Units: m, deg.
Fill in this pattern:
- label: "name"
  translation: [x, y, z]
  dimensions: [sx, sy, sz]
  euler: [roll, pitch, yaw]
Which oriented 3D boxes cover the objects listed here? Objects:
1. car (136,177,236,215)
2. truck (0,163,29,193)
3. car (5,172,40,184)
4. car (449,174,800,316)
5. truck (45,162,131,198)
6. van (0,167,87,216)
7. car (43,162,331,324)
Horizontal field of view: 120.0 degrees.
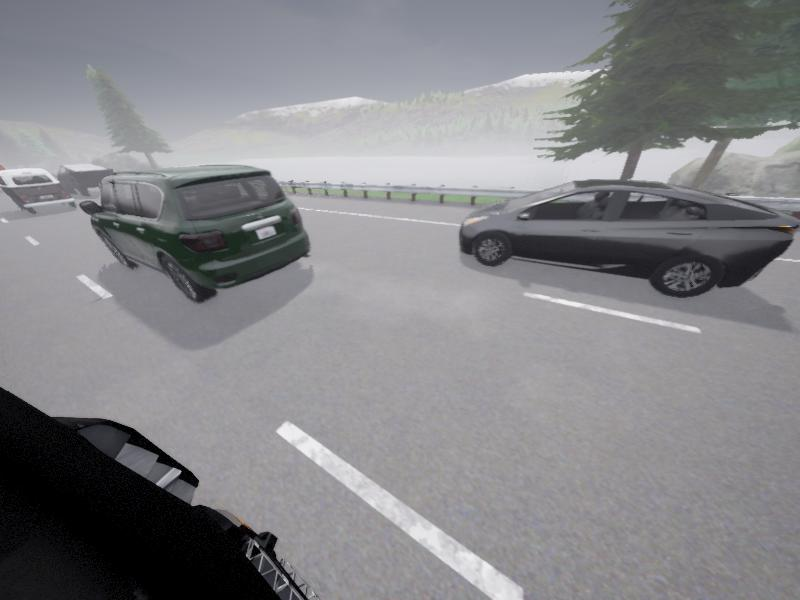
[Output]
- label: "car"
  translation: [-10.870, -5.403, 11.737]
  dimensions: [4.718, 1.301, 1.895]
  euler: [16, 38, 26]
- label: "truck"
  translation: [-42.598, -12.701, 24.083]
  dimensions: [5.204, 2.467, 2.627]
  euler: [14, 37, 24]
- label: "car"
  translation: [-55.951, -18.071, 34.235]
  dimensions: [4.718, 1.301, 1.895]
  euler: [16, 38, 26]
- label: "car"
  translation: [3.522, -1.456, 4.489]
  dimensions: [4.514, 1.525, 2.007]
  euler: [16, 38, 26]
- label: "truck"
  translation: [-25.187, -9.755, 18.652]
  dimensions: [6.274, 2.098, 2.390]
  euler: [16, 38, 26]
- label: "van"
  translation: [-20.602, -6.212, 13.026]
  dimensions: [4.480, 2.038, 2.069]
  euler: [16, 38, 26]
- label: "car"
  translation: [-4.515, -1.694, 4.998]
  dimensions: [5.566, 2.045, 2.150]
  euler: [16, 38, 25]
